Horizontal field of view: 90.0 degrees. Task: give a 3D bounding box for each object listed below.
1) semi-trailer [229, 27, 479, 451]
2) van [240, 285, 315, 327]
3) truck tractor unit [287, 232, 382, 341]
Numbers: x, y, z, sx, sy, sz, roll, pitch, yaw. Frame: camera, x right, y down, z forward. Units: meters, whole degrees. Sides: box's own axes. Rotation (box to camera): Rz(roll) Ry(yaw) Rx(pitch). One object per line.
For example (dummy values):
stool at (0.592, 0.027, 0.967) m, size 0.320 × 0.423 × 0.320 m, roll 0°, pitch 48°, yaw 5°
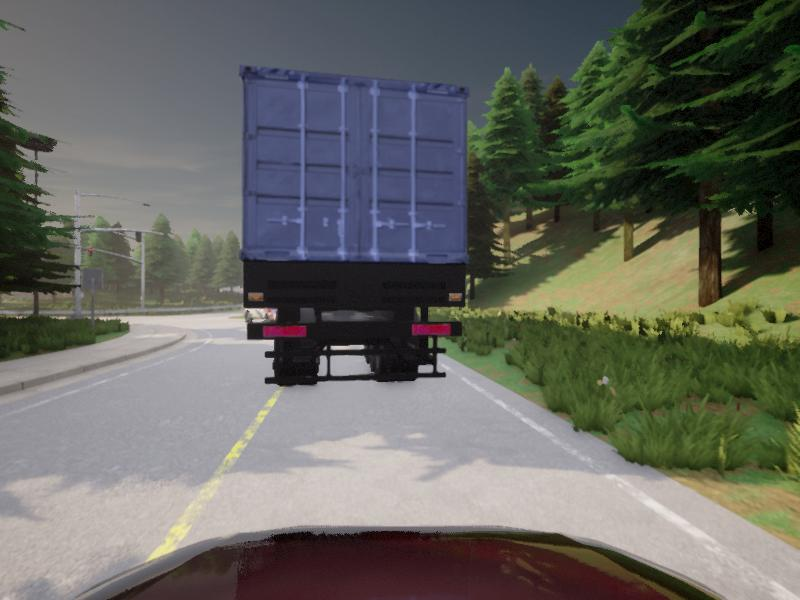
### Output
semi-trailer at (-1.643, -0.626, 11.402) m, size 2.717 × 4.402 × 14.254 m, roll 0°, pitch 0°, yaw -10°
van at (-8.188, 0.360, 26.246) m, size 2.351 × 2.431 × 6.366 m, roll 0°, pitch 0°, yaw -41°
truck tractor unit at (-3.396, -0.528, 19.082) m, size 3.053 × 4.208 × 6.516 m, roll 0°, pitch 0°, yaw -22°
